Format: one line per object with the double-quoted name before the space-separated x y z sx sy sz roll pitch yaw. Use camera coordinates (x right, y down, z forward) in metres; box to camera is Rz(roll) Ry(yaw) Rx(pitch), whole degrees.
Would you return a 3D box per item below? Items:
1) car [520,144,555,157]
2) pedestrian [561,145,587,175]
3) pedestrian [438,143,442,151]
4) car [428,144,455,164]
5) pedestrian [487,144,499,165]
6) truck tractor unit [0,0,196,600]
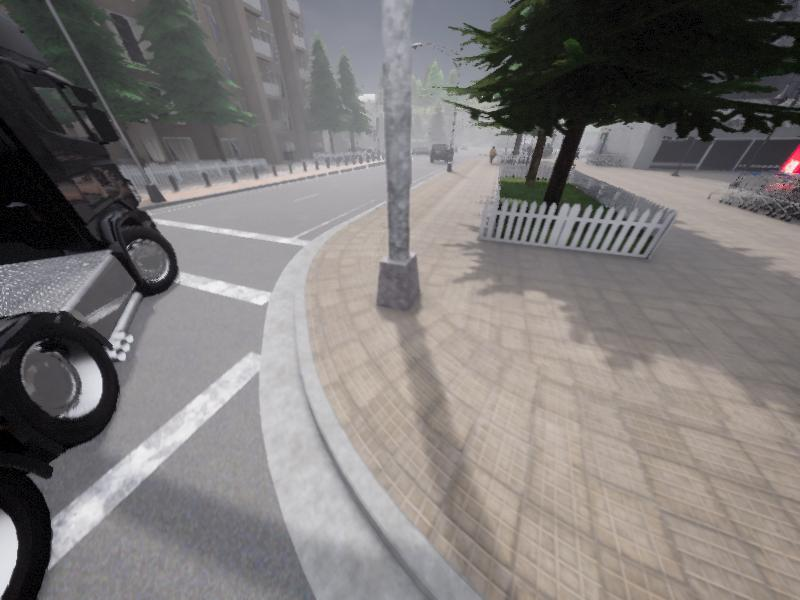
"car" 23.390 -25.537 39.518 4.605 1.855 1.932 11 36 17
"pedestrian" 12.957 -10.432 17.250 0.751 1.860 0.751 -17 38 -23
"pedestrian" 10.192 -39.102 59.036 0.751 1.860 0.751 10 36 14
"car" 5.445 -19.063 30.025 2.150 2.045 5.566 11 36 16
"pedestrian" 9.896 -15.492 24.655 0.751 1.860 0.751 12 36 17
"truck tractor unit" -4.452 -0.683 1.352 3.053 4.208 6.516 -19 39 -26
